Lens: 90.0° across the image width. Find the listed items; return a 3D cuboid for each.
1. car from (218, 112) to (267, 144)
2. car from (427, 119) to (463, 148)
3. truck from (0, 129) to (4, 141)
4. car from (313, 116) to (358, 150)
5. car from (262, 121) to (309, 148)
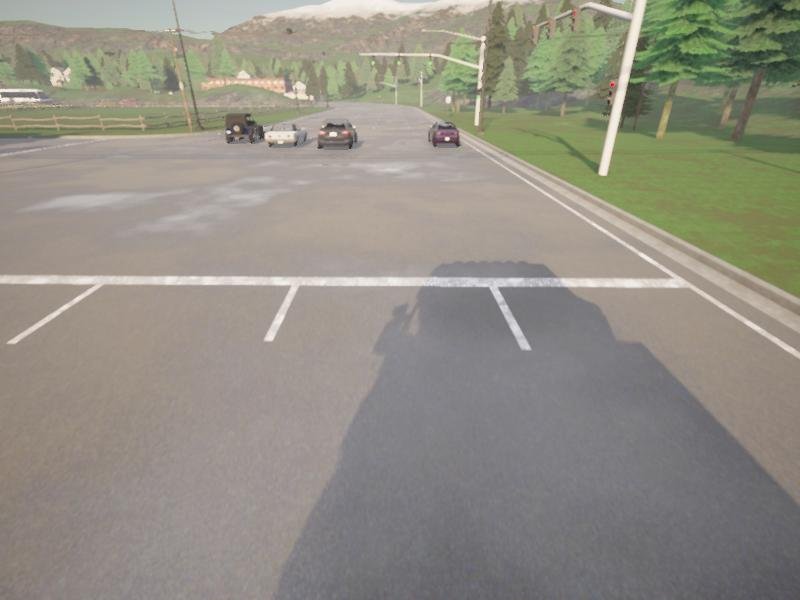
[{"bbox_3d":[-11.113,-12.345,28.577,1.905,1.878,3.866,-1,27,-1],"label":"car"},{"bbox_3d":[2.930,-11.265,26.912,1.816,1.474,4.193,-1,27,-1],"label":"car"},{"bbox_3d":[-32.140,-12.415,28.116,5.204,2.467,2.627,-1,27,-1],"label":"truck"},{"bbox_3d":[-4.053,-10.959,26.112,2.242,1.667,4.611,-1,27,-1],"label":"car"},{"bbox_3d":[-7.575,-11.229,27.054,1.895,1.301,4.718,-1,27,-1],"label":"car"}]
